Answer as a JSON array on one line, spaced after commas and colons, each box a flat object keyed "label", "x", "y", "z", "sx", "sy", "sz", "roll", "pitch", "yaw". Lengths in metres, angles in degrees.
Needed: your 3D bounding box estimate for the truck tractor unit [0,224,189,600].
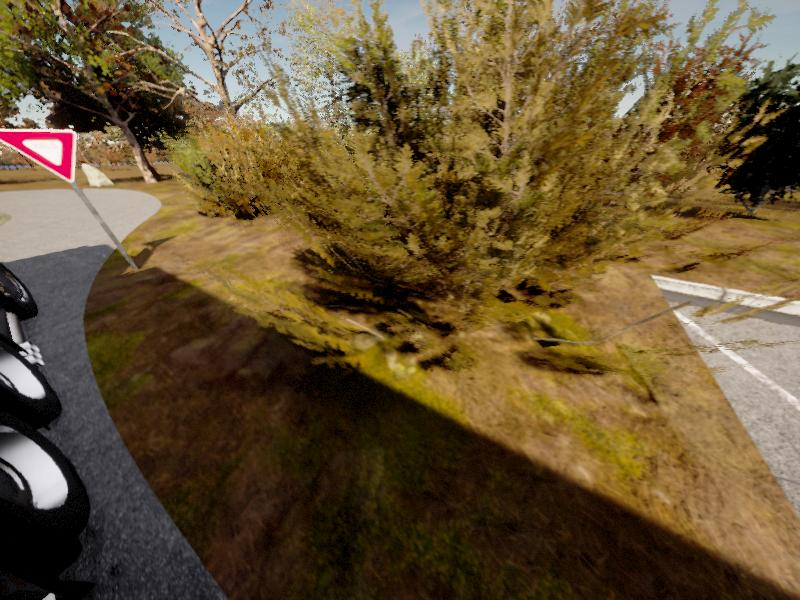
[{"label": "truck tractor unit", "x": -5.042, "y": -0.362, "z": 0.877, "sx": 6.516, "sy": 4.208, "sz": 3.053, "roll": 21, "pitch": 40, "yaw": 27}]
